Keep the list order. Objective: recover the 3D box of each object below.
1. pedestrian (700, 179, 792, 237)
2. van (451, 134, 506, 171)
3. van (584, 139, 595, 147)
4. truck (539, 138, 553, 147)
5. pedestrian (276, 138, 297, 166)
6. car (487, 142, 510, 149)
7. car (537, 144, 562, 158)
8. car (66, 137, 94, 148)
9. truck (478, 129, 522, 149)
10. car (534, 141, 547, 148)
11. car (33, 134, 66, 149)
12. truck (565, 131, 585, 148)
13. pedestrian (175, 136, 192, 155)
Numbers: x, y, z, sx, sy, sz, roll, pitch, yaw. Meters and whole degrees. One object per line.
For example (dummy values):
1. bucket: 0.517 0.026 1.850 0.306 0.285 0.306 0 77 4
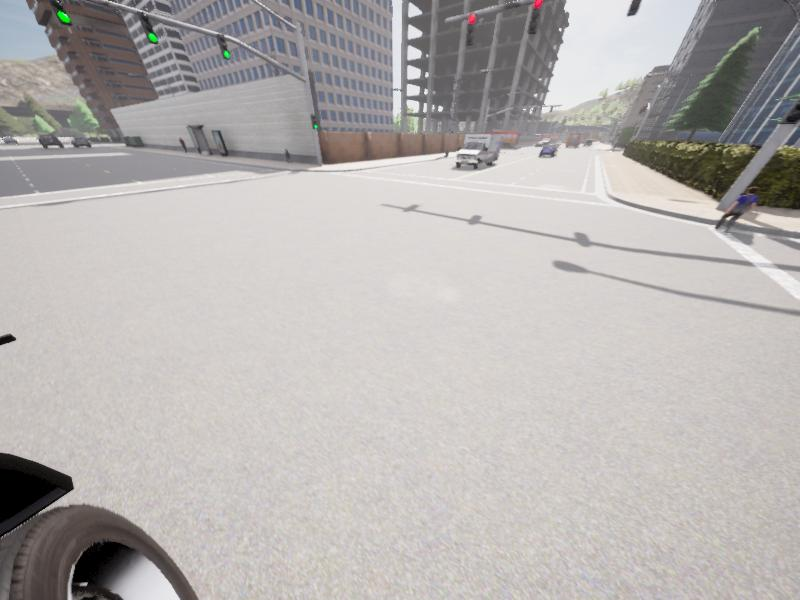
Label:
1. pedestrian: 9.519 -2.580 6.460 0.751 1.300 0.751 23 41 28
2. van: 7.269 -13.598 21.102 2.351 2.431 6.366 22 41 28
3. van: 61.260 -50.920 74.759 2.069 2.038 4.480 22 41 28
4. truck: 43.521 -46.938 68.860 2.390 2.098 6.274 22 41 28
5. pedestrian: -9.177 -12.001 18.735 0.751 1.860 0.751 21 40 26
6. car: 24.771 -39.084 58.238 4.718 1.301 1.895 22 41 27
7. car: 21.458 -21.402 33.067 2.007 1.525 4.514 23 41 29
8. car: -60.076 -29.592 43.405 4.856 1.649 2.033 22 41 28
9. truck: 23.584 -38.144 54.715 8.468 3.827 2.891 22 41 27
10. car: 38.270 -42.323 62.887 2.033 1.411 5.357 22 41 28
11. car: -62.140 -28.134 40.975 5.566 2.045 2.150 22 41 28
12. truck: 49.812 -45.736 65.749 2.891 3.827 8.468 22 41 28
13. pedestrian: -26.714 -19.117 28.553 0.751 1.860 0.751 25 42 30
